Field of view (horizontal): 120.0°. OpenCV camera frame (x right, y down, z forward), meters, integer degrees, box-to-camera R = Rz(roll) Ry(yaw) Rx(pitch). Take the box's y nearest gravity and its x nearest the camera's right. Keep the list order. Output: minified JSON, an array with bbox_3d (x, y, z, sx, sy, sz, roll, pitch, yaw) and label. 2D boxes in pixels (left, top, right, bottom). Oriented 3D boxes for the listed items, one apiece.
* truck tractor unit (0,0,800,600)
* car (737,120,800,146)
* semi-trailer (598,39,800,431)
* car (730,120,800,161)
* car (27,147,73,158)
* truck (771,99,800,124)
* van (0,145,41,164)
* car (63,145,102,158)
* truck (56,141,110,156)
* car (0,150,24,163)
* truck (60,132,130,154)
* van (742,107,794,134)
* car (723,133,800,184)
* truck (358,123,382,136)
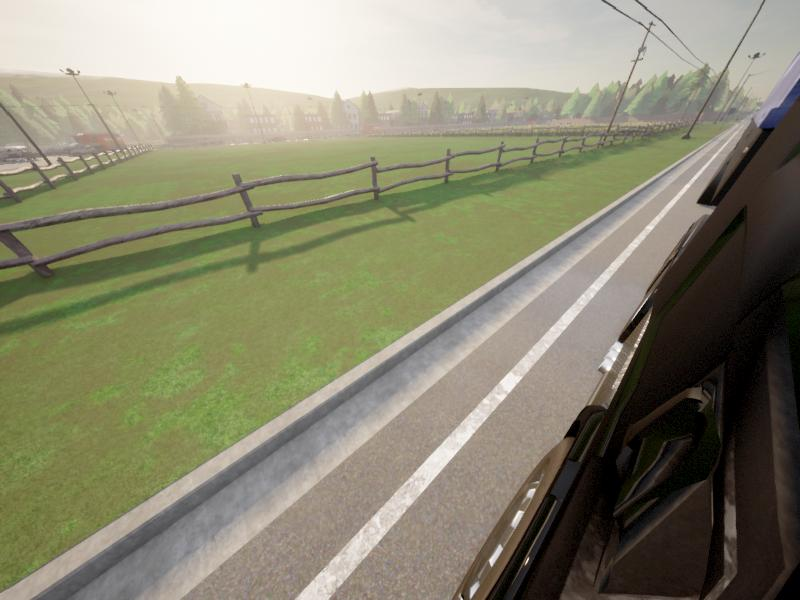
[{"bbox_3d":[2.645,-0.295,0.351,6.516,4.208,3.053,-28,44,-30],"label":"truck tractor unit"},{"bbox_3d":[30.396,-13.899,19.164,4.792,1.488,2.163,-28,44,-30],"label":"car"},{"bbox_3d":[8.690,-3.608,4.240,14.254,4.402,2.717,-28,44,-30],"label":"semi-trailer"},{"bbox_3d":[22.087,-9.548,13.723,5.027,1.651,2.152,-28,44,-30],"label":"car"},{"bbox_3d":[-73.780,-31.267,48.857,2.152,1.651,5.027,-1,37,2],"label":"car"},{"bbox_3d":[82.429,-39.733,48.637,8.468,3.827,2.891,-28,44,-30],"label":"truck"},{"bbox_3d":[-57.728,-22.091,35.014,2.069,2.038,4.480,-27,43,-29],"label":"van"},{"bbox_3d":[-59.150,-27.834,43.208,2.242,1.667,4.611,-16,39,-17],"label":"car"},{"bbox_3d":[-66.930,-32.133,48.961,2.390,2.098,6.274,3,37,8],"label":"truck"},{"bbox_3d":[-62.837,-22.601,36.467,1.816,1.474,4.193,-21,41,-23],"label":"car"},{"bbox_3d":[-69.078,-35.967,52.781,2.891,3.827,8.468,10,39,17],"label":"truck"},{"bbox_3d":[45.212,-22.146,28.518,6.366,2.431,2.351,-28,44,-30],"label":"van"},{"bbox_3d":[15.680,-6.037,9.651,4.181,1.385,1.994,-28,44,-30],"label":"car"},{"bbox_3d":[-11.279,-65.432,88.733,8.468,3.827,2.891,-28,43,-30],"label":"truck"}]
